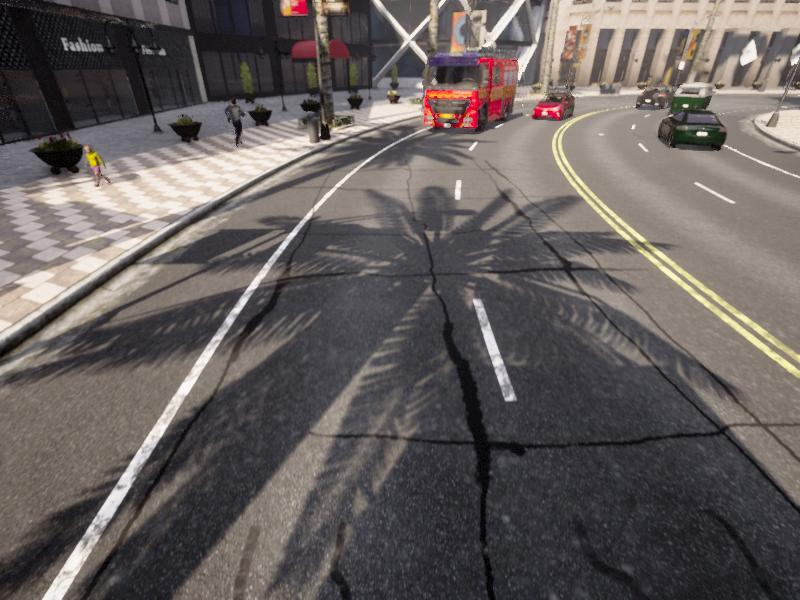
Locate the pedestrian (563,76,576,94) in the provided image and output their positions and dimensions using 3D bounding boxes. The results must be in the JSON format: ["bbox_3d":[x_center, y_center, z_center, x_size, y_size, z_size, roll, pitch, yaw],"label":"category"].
[{"bbox_3d":[20.119,-25.594,47.567,0.751,1.860,0.751,-10,32,-17],"label":"pedestrian"}]

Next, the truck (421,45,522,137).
[{"bbox_3d":[4.264,-11.949,22.639,2.891,3.827,8.468,14,33,23],"label":"truck"}]

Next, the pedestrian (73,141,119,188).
[{"bbox_3d":[-8.216,-3.678,10.846,0.500,1.100,0.500,5,31,8],"label":"pedestrian"}]

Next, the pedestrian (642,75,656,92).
[{"bbox_3d":[31.908,-27.706,51.181,0.751,1.860,0.751,-11,32,-18],"label":"pedestrian"}]

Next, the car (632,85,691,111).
[{"bbox_3d":[21.679,-16.811,33.138,5.027,1.651,2.152,-23,37,-33],"label":"car"}]

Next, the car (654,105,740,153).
[{"bbox_3d":[13.041,-7.750,17.896,1.994,1.385,4.181,11,32,18],"label":"car"}]

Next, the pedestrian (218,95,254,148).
[{"bbox_3d":[-6.553,-7.187,16.093,0.751,1.860,0.751,3,31,6],"label":"pedestrian"}]

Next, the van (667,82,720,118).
[{"bbox_3d":[20.739,-14.153,28.232,1.775,1.987,4.442,24,38,36],"label":"van"}]

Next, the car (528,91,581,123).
[{"bbox_3d":[10.249,-12.830,26.423,2.007,1.525,4.514,18,35,28],"label":"car"}]
